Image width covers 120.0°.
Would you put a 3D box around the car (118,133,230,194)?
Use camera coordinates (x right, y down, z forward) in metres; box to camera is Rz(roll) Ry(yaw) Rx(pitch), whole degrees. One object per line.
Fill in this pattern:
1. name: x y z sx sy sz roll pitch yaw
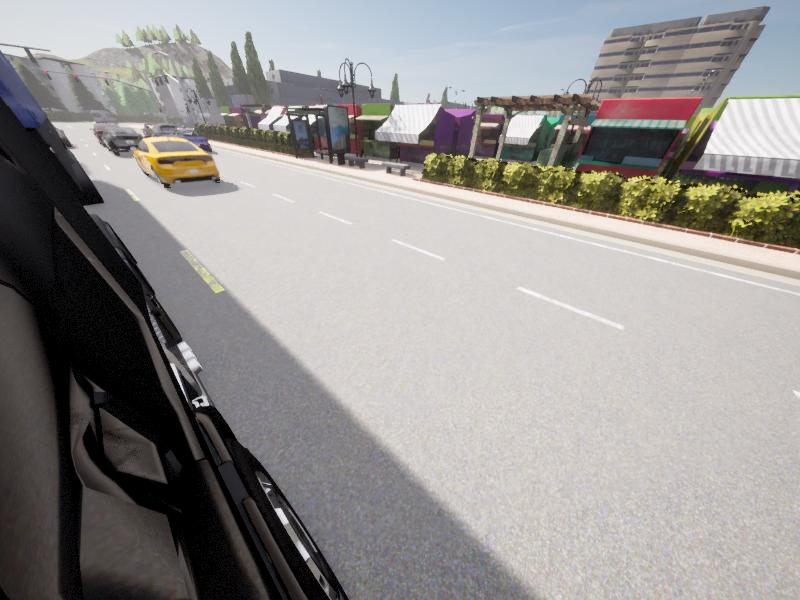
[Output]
1. car: -9.392 -5.826 9.550 5.008 1.535 1.882 28 44 30

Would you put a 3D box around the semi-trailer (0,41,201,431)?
1. semi-trailer: -8.681 -3.619 4.240 14.254 4.402 2.717 28 44 30

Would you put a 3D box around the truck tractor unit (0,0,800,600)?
1. truck tractor unit: -2.645 -0.295 0.351 6.516 4.208 3.053 28 44 30

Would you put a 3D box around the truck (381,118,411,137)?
1. truck: -1.092 -46.409 62.380 2.891 3.827 8.468 30 44 31

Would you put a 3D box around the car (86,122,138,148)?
1. car: -24.004 -13.765 19.230 5.008 1.535 1.882 29 44 30

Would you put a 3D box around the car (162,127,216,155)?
1. car: -16.179 -12.218 17.712 4.193 1.474 1.816 29 44 30

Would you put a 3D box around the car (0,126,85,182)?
1. car: -15.926 -6.562 10.104 5.366 1.575 1.801 28 44 30

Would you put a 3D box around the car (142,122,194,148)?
1. car: -21.115 -14.989 20.974 4.856 1.649 2.033 29 44 30

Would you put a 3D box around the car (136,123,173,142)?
1. car: -25.603 -17.491 24.114 3.633 1.501 1.845 31 45 33

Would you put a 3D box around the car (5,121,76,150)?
1. car: -26.126 -12.133 16.963 4.792 1.488 2.163 29 44 31

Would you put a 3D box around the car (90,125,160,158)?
1. car: -18.829 -10.911 15.793 4.792 1.488 2.163 29 44 30

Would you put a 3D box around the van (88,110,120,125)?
1. van: -71.637 -44.254 56.075 1.988 2.561 5.915 -11 39 -18

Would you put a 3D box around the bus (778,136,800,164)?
1. bus: 62.130 -22.184 33.562 3.944 4.253 10.273 28 44 30
